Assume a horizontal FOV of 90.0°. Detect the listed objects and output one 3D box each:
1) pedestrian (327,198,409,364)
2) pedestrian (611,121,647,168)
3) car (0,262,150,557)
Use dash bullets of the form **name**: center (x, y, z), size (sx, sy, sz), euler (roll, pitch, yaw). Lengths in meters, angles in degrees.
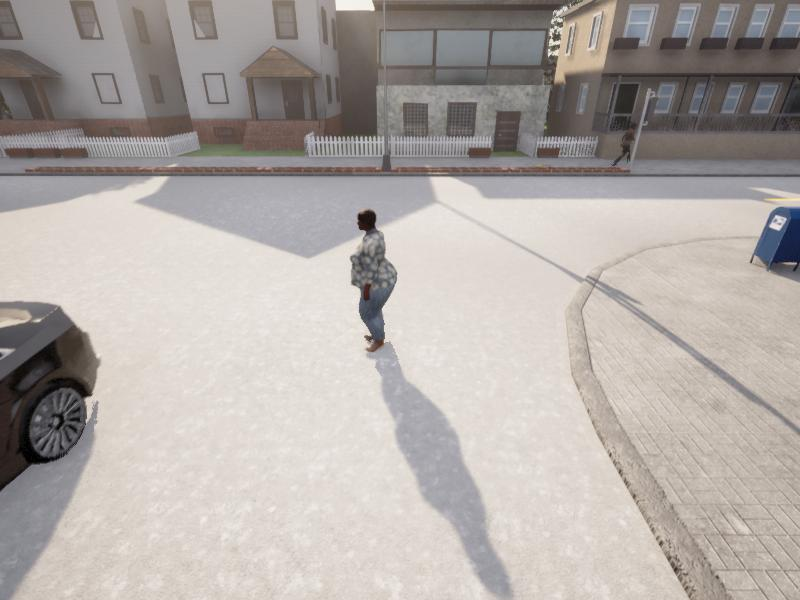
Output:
- **pedestrian**: center (-0.342, -0.231, 4.976), size (0.751, 1.860, 0.751), euler (6, 28, 11)
- **pedestrian**: center (10.038, -6.832, 17.594), size (0.751, 1.860, 0.751), euler (0, 27, 1)
- **car**: center (-3.998, 1.405, 2.229), size (2.128, 1.511, 4.902), euler (0, 27, -1)
